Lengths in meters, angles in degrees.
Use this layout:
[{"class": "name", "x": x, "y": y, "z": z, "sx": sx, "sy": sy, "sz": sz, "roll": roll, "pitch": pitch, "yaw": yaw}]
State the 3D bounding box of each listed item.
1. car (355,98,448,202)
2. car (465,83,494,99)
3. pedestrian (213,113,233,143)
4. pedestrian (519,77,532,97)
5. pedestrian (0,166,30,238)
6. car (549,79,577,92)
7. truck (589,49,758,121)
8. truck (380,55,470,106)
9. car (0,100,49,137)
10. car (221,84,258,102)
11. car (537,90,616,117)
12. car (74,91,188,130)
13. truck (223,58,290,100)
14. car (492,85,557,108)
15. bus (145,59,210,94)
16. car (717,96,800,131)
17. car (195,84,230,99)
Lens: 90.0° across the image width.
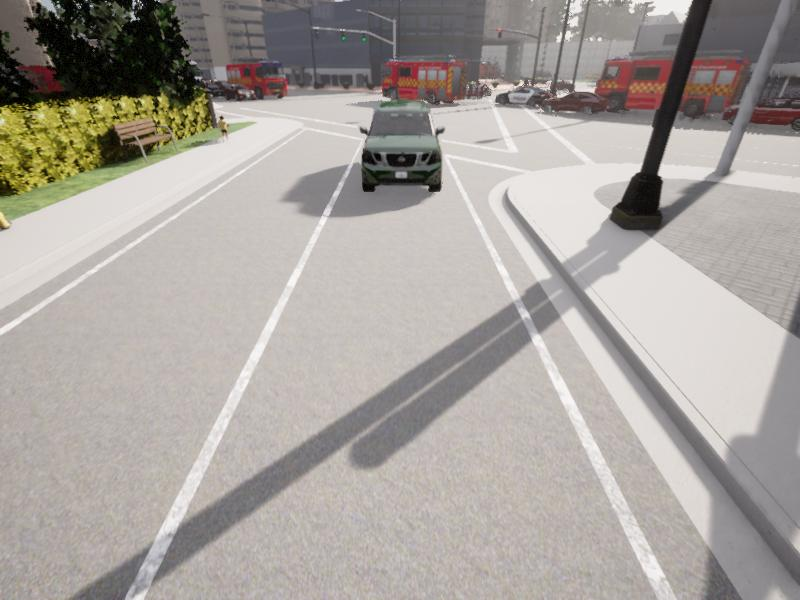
[{"class": "car", "x": 0.067, "y": -4.833, "z": 12.251, "sx": 2.150, "sy": 2.045, "sz": 5.566, "roll": 0, "pitch": 30, "yaw": 1}, {"class": "car", "x": 8.855, "y": -23.221, "z": 44.391, "sx": 1.994, "sy": 1.385, "sz": 4.181, "roll": 14, "pitch": 33, "yaw": 22}, {"class": "pedestrian", "x": -7.633, "y": -7.436, "z": 17.296, "sx": 0.500, "sy": 1.100, "sz": 0.500, "roll": -4, "pitch": 31, "yaw": -6}, {"class": "pedestrian", "x": 13.684, "y": -23.292, "z": 43.675, "sx": 0.751, "sy": 1.860, "sz": 0.751, "roll": -24, "pitch": 38, "yaw": -35}, {"class": "pedestrian", "x": -8.076, "y": -1.917, "z": 7.658, "sx": 0.751, "sy": 1.300, "sz": 0.751, "roll": 3, "pitch": 30, "yaw": 5}, {"class": "car", "x": 23.196, "y": -30.625, "z": 56.946, "sx": 4.193, "sy": 1.474, "sz": 1.816, "roll": -26, "pitch": 39, "yaw": -37}, {"class": "truck", "x": 18.344, "y": -14.921, "z": 27.660, "sx": 2.891, "sy": 3.827, "sz": 8.468, "roll": -27, "pitch": 39, "yaw": -38}, {"class": "truck", "x": 2.105, "y": -20.612, "z": 37.506, "sx": 2.891, "sy": 3.827, "sz": 8.468, "roll": -27, "pitch": 39, "yaw": -38}, {"class": "car", "x": -20.839, "y": -8.896, "z": 19.757, "sx": 4.792, "sy": 1.488, "sz": 2.163, "roll": -26, "pitch": 39, "yaw": -37}, {"class": "car", "x": -16.717, "y": -21.565, "z": 41.619, "sx": 1.970, "sy": 1.475, "sz": 3.806, "roll": -27, "pitch": 39, "yaw": -37}, {"class": "car", "x": 12.628, "y": -14.189, "z": 28.814, "sx": 4.674, "sy": 1.442, "sz": 1.812, "roll": 24, "pitch": 38, "yaw": 36}, {"class": "car", "x": -15.875, "y": -11.400, "z": 23.902, "sx": 5.027, "sy": 1.651, "sz": 2.152, "roll": -26, "pitch": 39, "yaw": -37}, {"class": "truck", "x": -16.136, "y": -24.752, "z": 44.806, "sx": 2.891, "sy": 3.827, "sz": 8.468, "roll": -27, "pitch": 39, "yaw": -38}, {"class": "car", "x": 10.759, "y": -17.854, "z": 35.036, "sx": 2.038, "sy": 1.542, "sz": 4.974, "roll": -24, "pitch": 38, "yaw": -35}, {"class": "bus", "x": -33.194, "y": -33.295, "z": 59.646, "sx": 10.273, "sy": 4.253, "sz": 3.944, "roll": 23, "pitch": 37, "yaw": 35}, {"class": "car", "x": 20.483, "y": -10.336, "z": 22.072, "sx": 1.816, "sy": 1.474, "sz": 4.193, "roll": -27, "pitch": 39, "yaw": -37}, {"class": "car", "x": -21.614, "y": -23.973, "z": 45.996, "sx": 1.994, "sy": 1.385, "sz": 4.181, "roll": -26, "pitch": 39, "yaw": -37}]
